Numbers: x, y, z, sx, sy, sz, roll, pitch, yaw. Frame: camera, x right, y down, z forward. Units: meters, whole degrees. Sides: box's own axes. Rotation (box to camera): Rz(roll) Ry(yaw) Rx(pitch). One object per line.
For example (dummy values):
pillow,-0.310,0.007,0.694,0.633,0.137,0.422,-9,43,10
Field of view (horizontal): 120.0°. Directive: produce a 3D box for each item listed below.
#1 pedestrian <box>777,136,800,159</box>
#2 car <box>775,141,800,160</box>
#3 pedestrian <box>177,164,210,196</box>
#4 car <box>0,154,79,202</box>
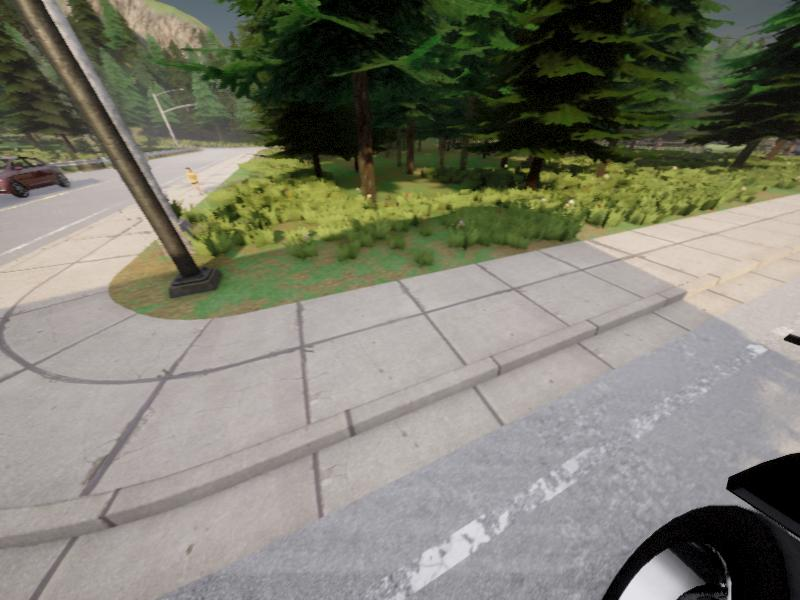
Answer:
pedestrian,39.379,-15.341,23.194,0.751,1.860,0.751,-23,42,-29
car,43.249,-15.267,23.661,2.007,1.525,4.514,-11,37,-14
pedestrian,-8.543,-4.980,9.594,0.500,1.100,0.500,-10,37,-13
car,-17.992,-5.708,10.645,1.816,1.474,4.193,-14,38,-19
